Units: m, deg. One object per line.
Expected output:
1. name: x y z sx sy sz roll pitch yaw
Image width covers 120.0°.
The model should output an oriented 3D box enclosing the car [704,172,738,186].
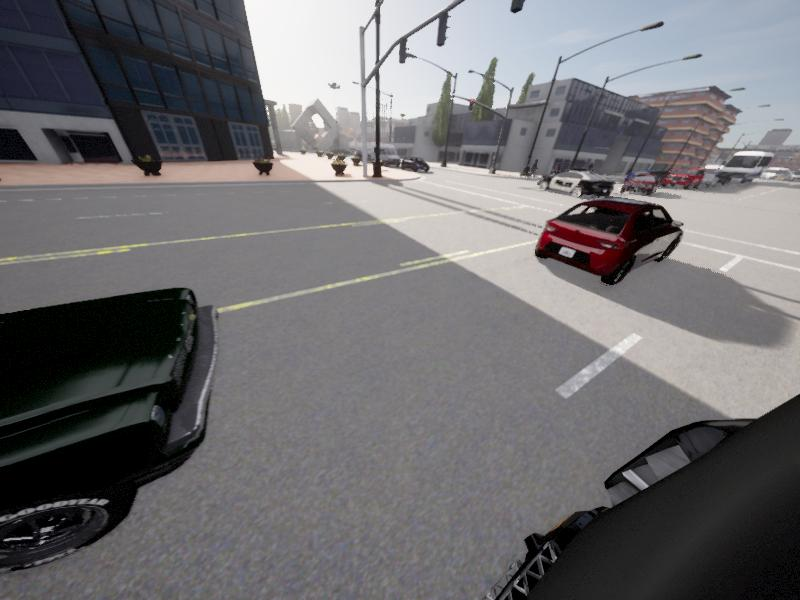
1. car: 47.055 -17.801 33.896 4.193 1.474 1.816 -16 38 -26

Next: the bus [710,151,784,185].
1. bus: 56.803 -21.776 37.874 10.273 4.253 3.944 -17 38 -26

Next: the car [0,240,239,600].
1. car: -3.725 0.961 1.054 4.718 1.301 1.895 -16 38 -26

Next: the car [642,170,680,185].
1. car: 35.414 -16.675 31.359 4.892 1.490 1.837 -16 38 -26

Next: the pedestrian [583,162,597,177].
1. pedestrian: 28.060 -19.324 34.110 0.751 1.860 0.751 -24 42 -36

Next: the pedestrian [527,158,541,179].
1. pedestrian: 14.644 -14.346 25.191 0.751 1.860 0.751 18 36 21

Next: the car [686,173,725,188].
1. car: 40.343 -15.832 30.506 4.674 1.442 1.812 -16 38 -26

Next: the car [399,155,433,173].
1. car: 1.763 -15.812 26.809 1.816 1.474 4.193 -15 37 -26

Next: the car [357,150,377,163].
1. car: -5.336 -22.864 36.848 1.845 1.501 3.633 -15 38 -27

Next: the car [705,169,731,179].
1. car: 60.882 -24.150 44.225 4.674 1.442 1.812 -16 38 -26

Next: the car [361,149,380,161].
1. car: -5.620 -27.419 43.698 1.930 1.638 5.238 -12 36 -23

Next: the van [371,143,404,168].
1. van: -1.921 -19.976 31.842 1.988 2.561 5.915 -15 37 -26

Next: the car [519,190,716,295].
1. car: 5.260 -1.673 5.632 4.193 1.474 1.816 -16 38 -27

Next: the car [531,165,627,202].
1. car: 12.194 -8.398 16.382 1.930 1.638 5.238 -5 34 -13

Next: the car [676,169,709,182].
1. car: 47.230 -20.137 37.332 5.008 1.535 1.882 -17 38 -26

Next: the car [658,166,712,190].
1. car: 32.361 -13.823 26.238 5.566 2.045 2.150 -15 38 -27

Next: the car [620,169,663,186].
1. car: 29.818 -15.137 28.466 5.008 1.535 1.882 -15 38 -27

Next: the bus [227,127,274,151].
1. bus: -36.484 -39.291 56.364 10.273 4.253 3.944 20 36 23

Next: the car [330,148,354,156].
1. car: -14.443 -37.128 57.910 5.357 1.411 2.033 -18 39 -30

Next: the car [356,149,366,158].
1. car: -8.705 -32.289 51.001 1.816 1.474 4.193 -5 34 -13

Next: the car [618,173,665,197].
1. car: 20.469 -9.802 19.523 4.674 1.442 1.812 -24 42 -35

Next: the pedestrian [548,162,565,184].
1. pedestrian: 15.746 -12.853 23.294 0.751 1.860 0.751 18 36 20
